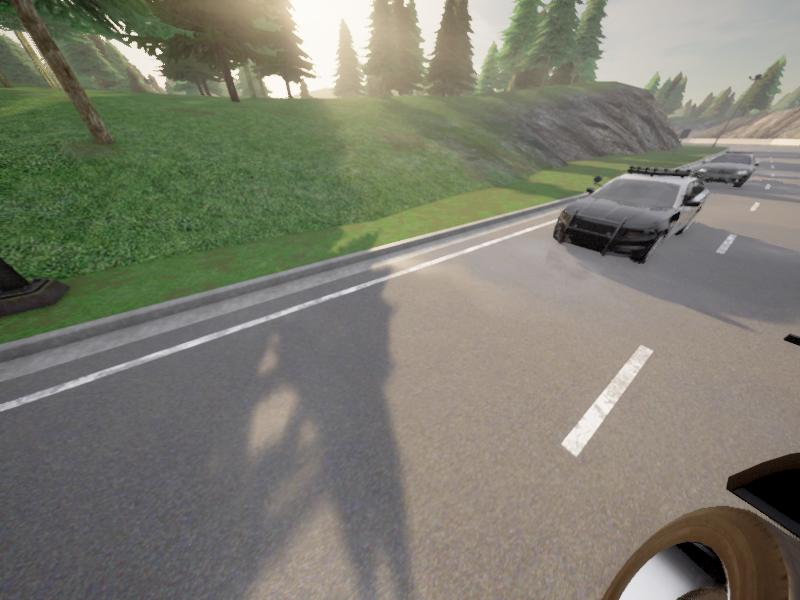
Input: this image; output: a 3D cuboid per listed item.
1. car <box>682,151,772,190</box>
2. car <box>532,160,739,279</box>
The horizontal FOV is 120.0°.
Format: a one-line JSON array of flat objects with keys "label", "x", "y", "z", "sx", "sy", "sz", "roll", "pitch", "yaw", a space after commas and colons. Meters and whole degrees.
[{"label": "car", "x": 18.221, "y": -7.341, "z": 12.854, "sx": 4.974, "sy": 1.542, "sz": 2.038, "roll": -22, "pitch": 40, "yaw": -29}, {"label": "car", "x": 5.970, "y": -2.390, "z": 5.823, "sx": 5.238, "sy": 1.638, "sz": 1.930, "roll": -22, "pitch": 41, "yaw": -28}]
